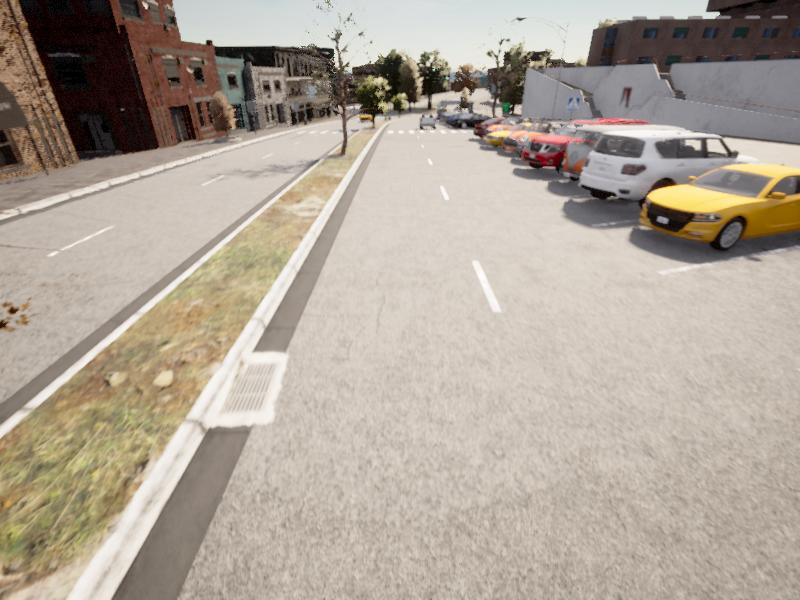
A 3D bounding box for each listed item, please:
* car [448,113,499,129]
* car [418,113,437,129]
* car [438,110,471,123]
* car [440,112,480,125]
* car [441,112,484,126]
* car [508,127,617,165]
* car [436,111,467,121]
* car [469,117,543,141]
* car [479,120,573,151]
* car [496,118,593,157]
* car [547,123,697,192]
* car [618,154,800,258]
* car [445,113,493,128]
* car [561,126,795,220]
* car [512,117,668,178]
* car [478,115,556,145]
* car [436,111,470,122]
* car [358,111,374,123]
[{"bbox_3d":[8.070,-19.671,43.960,5.008,1.535,2.097,-8,27,-18],"label":"car"},{"bbox_3d":[3.009,-19.939,44.581,1.845,1.501,3.633,0,26,0],"label":"car"},{"bbox_3d":[8.522,-28.744,62.560,4.553,1.767,2.185,-7,27,-15],"label":"car"},{"bbox_3d":[8.155,-24.804,54.623,4.892,1.521,2.231,-8,27,-17],"label":"car"},{"bbox_3d":[8.100,-23.523,51.956,4.892,1.521,2.231,-8,27,-17],"label":"car"},{"bbox_3d":[8.071,-7.751,19.984,4.674,1.452,2.002,-9,29,-18],"label":"car"},{"bbox_3d":[9.056,-32.437,70.589,4.892,1.521,2.231,-6,26,-14],"label":"car"},{"bbox_3d":[8.059,-13.123,30.607,5.008,1.535,2.097,-9,28,-18],"label":"car"},{"bbox_3d":[7.895,-10.438,25.216,5.366,1.575,1.946,-9,28,-18],"label":"car"},{"bbox_3d":[8.098,-9.243,22.574,4.553,1.767,2.185,-9,28,-18],"label":"car"},{"bbox_3d":[7.963,-5.268,14.521,4.442,1.987,1.878,-9,29,-18],"label":"car"},{"bbox_3d":[8.075,-2.361,9.365,5.008,1.535,2.097,-9,29,-18],"label":"car"},{"bbox_3d":[8.073,-20.960,46.627,5.008,1.535,2.097,-8,27,-18],"label":"car"},{"bbox_3d":[8.096,-3.956,11.909,5.566,2.045,2.435,-9,28,-18],"label":"car"},{"bbox_3d":[8.045,-6.655,17.184,5.566,2.045,2.435,-9,29,-18],"label":"car"},{"bbox_3d":[8.100,-11.912,27.894,4.553,1.767,2.185,-9,28,-18],"label":"car"},{"bbox_3d":[8.648,-29.900,65.269,5.008,1.535,2.097,-6,26,-15],"label":"car"},{"bbox_3d":[-5.342,-29.340,64.094,1.882,1.535,5.008,1,26,3],"label":"car"}]
